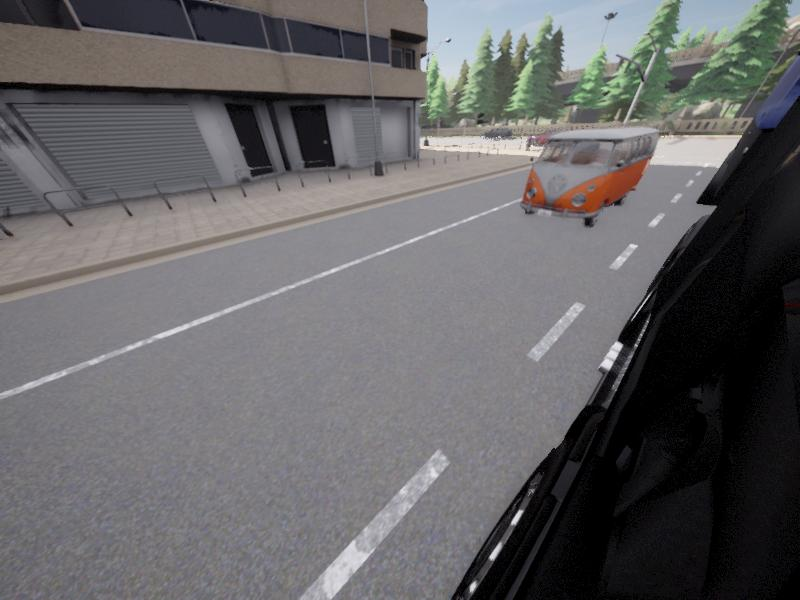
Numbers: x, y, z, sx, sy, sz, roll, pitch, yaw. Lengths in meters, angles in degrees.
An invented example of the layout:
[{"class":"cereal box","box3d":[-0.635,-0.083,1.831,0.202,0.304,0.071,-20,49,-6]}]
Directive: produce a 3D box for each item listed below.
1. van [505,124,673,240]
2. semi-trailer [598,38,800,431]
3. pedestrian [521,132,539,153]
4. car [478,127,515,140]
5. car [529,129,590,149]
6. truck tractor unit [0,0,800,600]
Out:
[{"class":"van","box3d":[5.103,-3.422,6.238,4.442,1.987,1.775,-28,44,-30]},{"class":"semi-trailer","box3d":[8.690,-3.613,4.232,14.254,4.402,2.717,-28,44,-30]},{"class":"pedestrian","box3d":[10.235,-12.440,18.240,0.751,1.300,0.751,27,46,34]},{"class":"car","box3d":[15.002,-26.026,36.119,1.837,1.490,4.892,-27,43,-29]},{"class":"car","box3d":[15.185,-15.558,22.234,1.994,1.385,4.181,-23,41,-25]},{"class":"truck tractor unit","box3d":[2.645,-0.295,0.351,6.516,4.208,3.053,-28,44,-30]}]
